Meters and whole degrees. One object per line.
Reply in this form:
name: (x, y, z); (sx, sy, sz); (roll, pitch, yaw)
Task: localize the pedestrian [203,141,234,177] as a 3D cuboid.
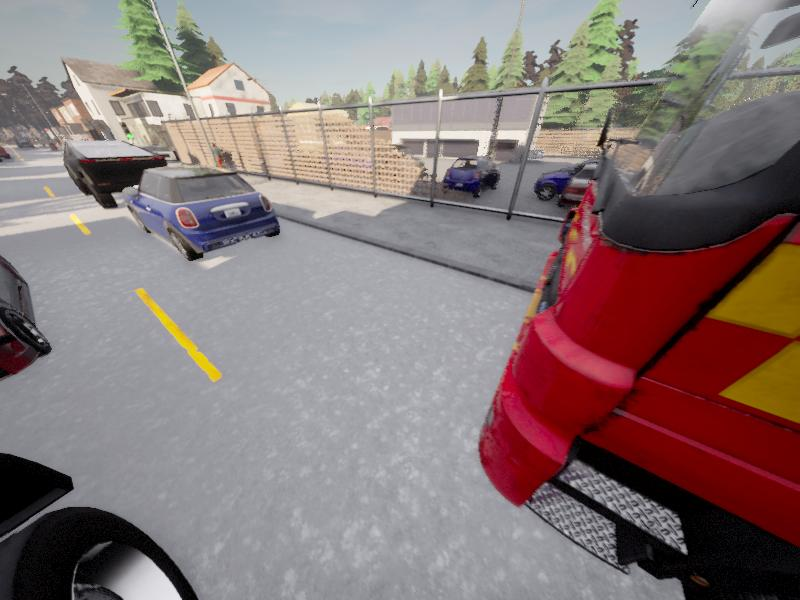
pedestrian: (-11.614, -9.031, 14.811); (0.751, 1.860, 0.751); (26, 43, 32)

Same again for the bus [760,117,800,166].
bus: (47.331, -17.193, 24.931); (10.273, 4.253, 3.944); (-7, 34, -9)

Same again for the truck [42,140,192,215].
truck: (-11.916, -5.419, 9.697); (6.274, 2.098, 2.390); (23, 41, 28)

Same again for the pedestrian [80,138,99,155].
pedestrian: (-42.301, -20.952, 31.491); (0.751, 1.860, 0.751); (23, 41, 29)

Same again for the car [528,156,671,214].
car: (7.540, -4.717, 9.196); (3.705, 1.547, 1.789); (22, 41, 28)

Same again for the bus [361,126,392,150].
bus: (-5.588, -37.895, 53.929); (3.944, 4.253, 10.273); (-14, 38, -17)

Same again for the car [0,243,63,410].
car: (-6.084, 0.131, 2.519); (4.181, 1.385, 1.994); (22, 40, 28)

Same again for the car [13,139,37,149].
car: (-80.260, -33.393, 49.396); (4.974, 1.542, 2.038); (22, 41, 28)

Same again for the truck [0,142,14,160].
truck: (-48.199, -18.273, 26.179); (8.468, 3.827, 2.891); (22, 41, 28)

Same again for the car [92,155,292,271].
car: (-5.332, -2.582, 5.984); (4.553, 1.767, 2.097); (22, 41, 28)

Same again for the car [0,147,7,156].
car: (-55.137, -20.179, 30.868); (4.792, 1.488, 2.163); (22, 41, 28)

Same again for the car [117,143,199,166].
car: (-23.868, -14.624, 23.072); (1.930, 1.638, 5.238); (26, 43, 32)

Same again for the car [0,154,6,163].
car: (-41.449, -14.568, 22.940); (3.705, 1.549, 1.789); (22, 41, 28)
